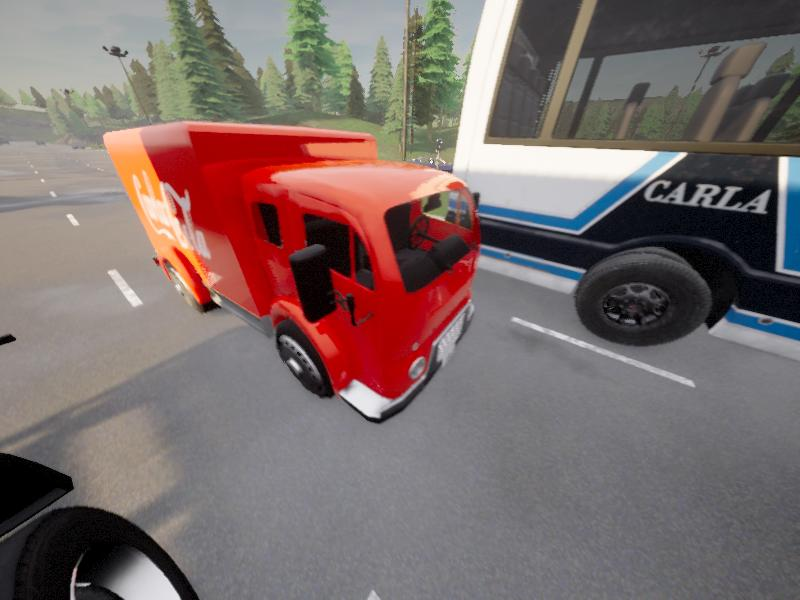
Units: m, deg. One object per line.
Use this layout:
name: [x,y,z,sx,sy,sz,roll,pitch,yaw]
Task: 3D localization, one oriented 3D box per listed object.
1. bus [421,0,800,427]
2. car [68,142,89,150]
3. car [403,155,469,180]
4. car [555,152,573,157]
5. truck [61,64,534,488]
bus: [5.791,-1.116,2.214,10.273,4.253,3.944,24,40,28]
car: [-77.836,-37.254,55.843,4.902,1.511,2.128,23,39,29]
car: [2.914,-11.255,19.608,5.027,1.651,2.152,-3,34,-7]
car: [56.551,-50.340,79.823,4.674,1.442,1.812,23,39,29]
truck: [-1.569,-0.948,3.339,5.204,2.467,2.627,22,39,29]
